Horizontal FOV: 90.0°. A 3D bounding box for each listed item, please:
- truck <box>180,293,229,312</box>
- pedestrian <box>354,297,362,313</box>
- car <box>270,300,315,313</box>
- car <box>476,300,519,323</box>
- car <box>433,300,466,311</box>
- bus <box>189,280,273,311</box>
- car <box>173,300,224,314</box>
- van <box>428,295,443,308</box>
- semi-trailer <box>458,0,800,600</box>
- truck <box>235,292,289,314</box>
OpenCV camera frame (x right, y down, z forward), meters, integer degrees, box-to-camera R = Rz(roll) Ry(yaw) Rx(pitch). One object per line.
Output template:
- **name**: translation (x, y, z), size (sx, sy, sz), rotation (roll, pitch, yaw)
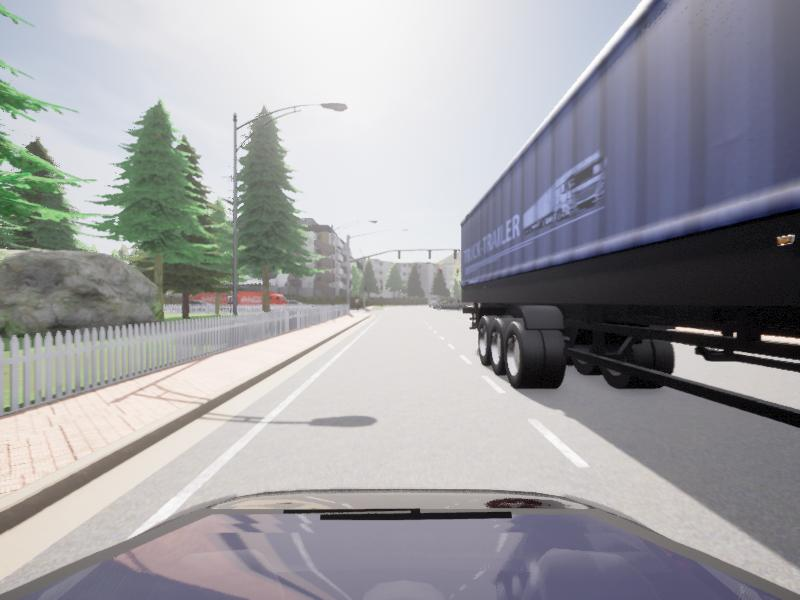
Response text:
- **truck**: translation (-25.876, 0.307, 52.995), size (5.204, 2.467, 2.627), rotation (1, 0, 1)
- **pedestrian**: translation (-4.799, 0.585, 46.030), size (0.751, 1.860, 0.751), rotation (0, 0, 4)
- **car**: translation (-13.181, 0.780, 49.188), size (4.902, 1.511, 2.128), rotation (0, 0, 2)
- **car**: translation (6.969, 0.789, 29.191), size (1.882, 1.535, 5.008), rotation (0, 0, 0)
- **car**: translation (6.851, 0.765, 55.702), size (4.514, 1.525, 2.007), rotation (0, 0, 1)
- **bus**: translation (-23.610, -0.599, 56.320), size (10.273, 4.253, 3.944), rotation (0, 0, 1)
- **car**: translation (-23.079, 0.792, 45.926), size (4.892, 1.490, 1.837), rotation (0, 0, 1)
- **van**: translation (7.366, 0.279, 83.268), size (2.351, 2.431, 6.366), rotation (0, 0, 12)
- **semi-trailer**: translation (3.306, -0.625, 5.804), size (2.717, 4.402, 14.254), rotation (0, 0, -1)
- **truck**: translation (-15.724, 0.305, 45.748), size (5.204, 2.467, 2.627), rotation (0, 0, 1)
